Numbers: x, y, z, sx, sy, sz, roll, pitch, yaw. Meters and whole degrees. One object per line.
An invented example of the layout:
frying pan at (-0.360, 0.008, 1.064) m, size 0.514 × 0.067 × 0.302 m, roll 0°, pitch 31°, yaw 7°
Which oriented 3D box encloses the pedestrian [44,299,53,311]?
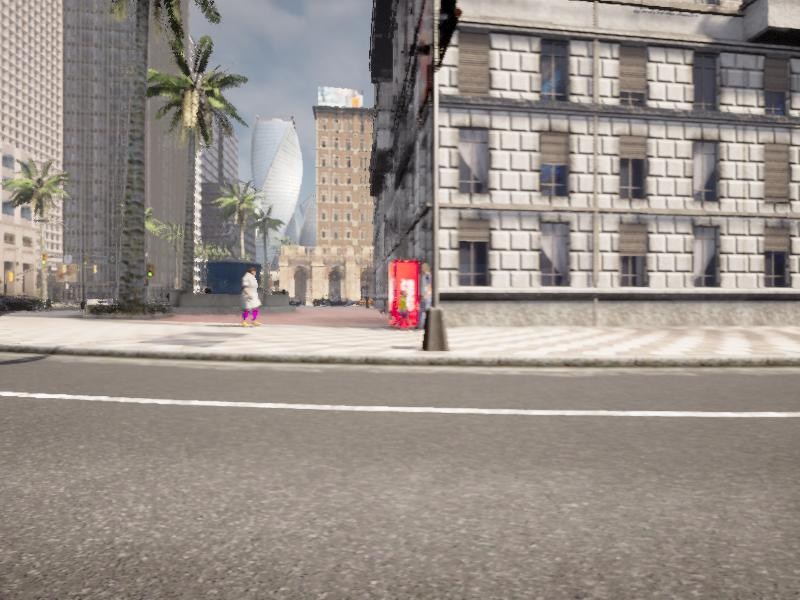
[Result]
pedestrian at (-33.289, 0.437, 37.867) m, size 0.500 × 1.100 × 0.500 m, roll 0°, pitch 0°, yaw -15°

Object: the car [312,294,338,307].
car at (-11.487, 0.083, 61.301) m, size 3.866 × 1.878 × 1.905 m, roll 0°, pitch 0°, yaw -7°

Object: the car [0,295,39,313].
car at (-31.953, 0.324, 32.438) m, size 1.994 × 1.385 × 4.181 m, roll 0°, pitch 0°, yaw -8°

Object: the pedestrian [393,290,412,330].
pedestrian at (0.068, 0.273, 11.076) m, size 0.500 × 1.100 × 0.500 m, roll 0°, pitch 0°, yaw 5°

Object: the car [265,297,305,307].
car at (-16.374, 0.328, 57.208) m, size 5.357 × 1.411 × 2.033 m, roll 0°, pitch 0°, yaw -7°

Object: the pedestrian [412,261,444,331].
pedestrian at (0.747, -0.107, 10.992) m, size 0.751 × 1.860 × 0.751 m, roll 0°, pitch 0°, yaw -7°

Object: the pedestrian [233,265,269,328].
pedestrian at (-4.567, -0.107, 12.287) m, size 0.751 × 1.860 × 0.751 m, roll 0°, pitch 0°, yaw 13°

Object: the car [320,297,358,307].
car at (-8.794, 0.330, 58.089) m, size 5.357 × 1.411 × 2.033 m, roll 0°, pitch 0°, yaw -7°
